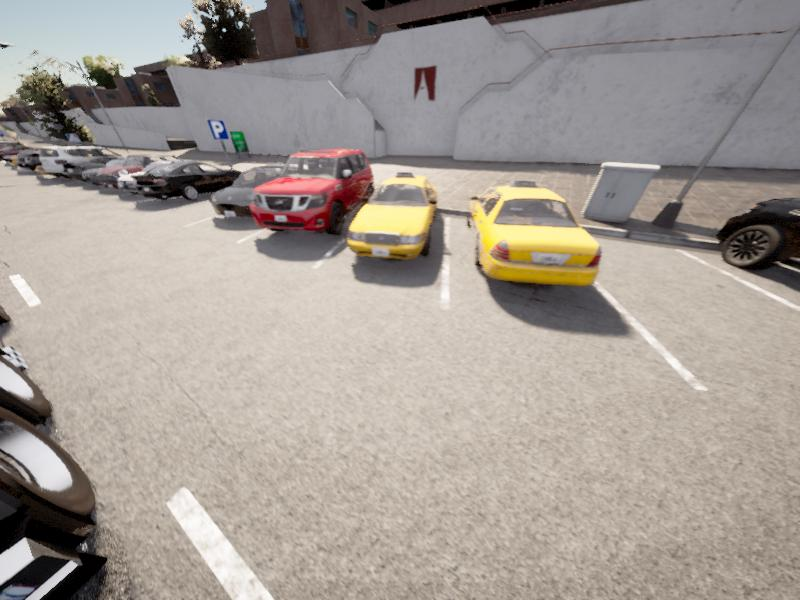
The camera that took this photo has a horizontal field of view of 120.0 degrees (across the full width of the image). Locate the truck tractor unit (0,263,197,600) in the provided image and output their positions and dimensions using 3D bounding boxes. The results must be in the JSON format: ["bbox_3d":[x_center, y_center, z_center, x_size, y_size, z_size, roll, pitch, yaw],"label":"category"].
[{"bbox_3d":[-5.115,-0.294,0.794,6.516,4.208,3.053,18,39,24],"label":"truck tractor unit"}]

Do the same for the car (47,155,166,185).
[{"bbox_3d":[-20.684,-9.538,16.710,2.163,1.488,4.792,6,35,8],"label":"car"}]

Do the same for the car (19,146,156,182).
[{"bbox_3d":[-23.280,-10.622,17.786,2.435,2.045,5.566,6,35,8],"label":"car"}]

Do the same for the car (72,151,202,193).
[{"bbox_3d":[-15.475,-7.970,14.142,2.185,1.767,4.553,6,35,8],"label":"car"}]

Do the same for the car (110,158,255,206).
[{"bbox_3d":[-10.289,-6.162,11.695,2.097,1.535,5.008,5,34,8],"label":"car"}]

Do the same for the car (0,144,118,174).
[{"bbox_3d":[-31.082,-13.173,21.430,2.435,2.045,5.566,6,35,8],"label":"car"}]

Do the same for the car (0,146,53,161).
[{"bbox_3d":[-51.884,-19.954,31.350,2.163,1.488,4.792,6,35,8],"label":"car"}]

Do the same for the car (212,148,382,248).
[{"bbox_3d":[-2.488,-3.841,7.799,2.435,2.045,5.566,6,35,8],"label":"car"}]

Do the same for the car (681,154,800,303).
[{"bbox_3d":[7.901,-0.498,2.880,2.435,2.045,5.566,6,35,8],"label":"car"}]

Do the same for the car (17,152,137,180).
[{"bbox_3d":[-25.915,-11.157,18.986,1.946,1.575,5.366,6,35,8],"label":"car"}]

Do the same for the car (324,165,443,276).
[{"bbox_3d":[0.080,-2.708,6.565,1.946,1.575,5.366,6,35,8],"label":"car"}]

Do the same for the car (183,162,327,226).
[{"bbox_3d":[-5.089,-4.448,9.200,2.163,1.488,4.792,6,34,8],"label":"car"}]

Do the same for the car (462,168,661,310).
[{"bbox_3d":[2.735,-2.070,5.628,1.946,1.575,5.366,6,34,8],"label":"car"}]

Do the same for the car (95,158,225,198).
[{"bbox_3d":[-12.882,-6.974,12.969,2.002,1.452,4.674,6,35,8],"label":"car"}]

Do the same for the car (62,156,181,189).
[{"bbox_3d":[-18.077,-8.659,15.453,2.002,1.452,4.674,6,35,8],"label":"car"}]
